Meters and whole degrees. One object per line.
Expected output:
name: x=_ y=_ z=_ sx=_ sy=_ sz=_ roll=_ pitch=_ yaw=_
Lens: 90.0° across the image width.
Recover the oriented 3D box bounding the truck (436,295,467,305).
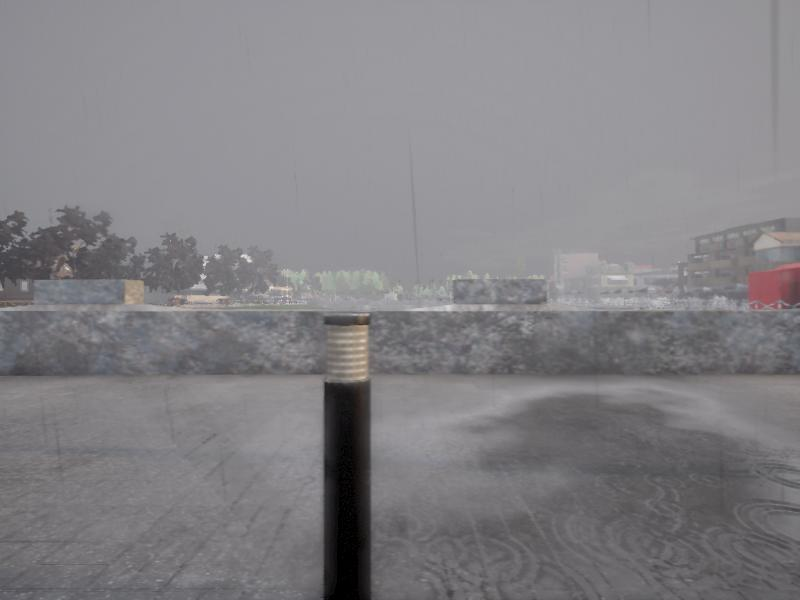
truck: x=10.929 y=-0.066 z=85.111 sx=6.274 sy=2.098 sz=2.390 roll=0 pitch=0 yaw=0
